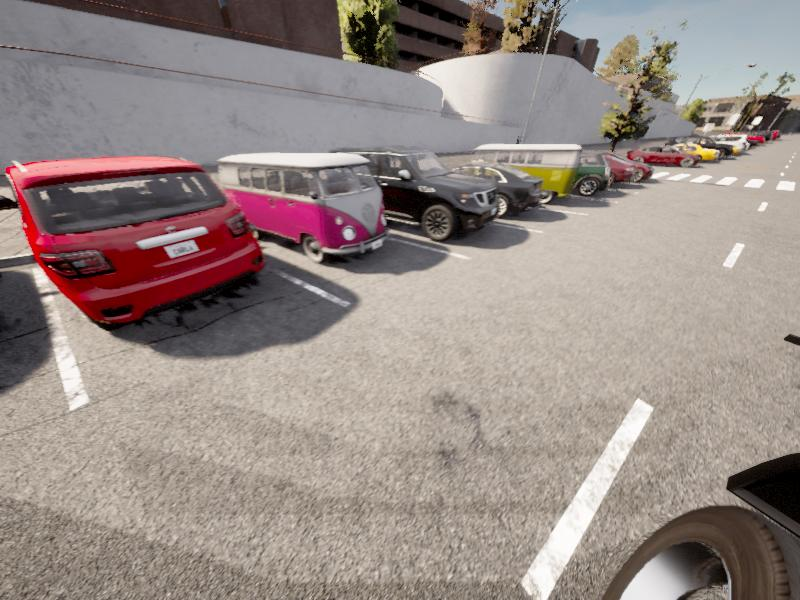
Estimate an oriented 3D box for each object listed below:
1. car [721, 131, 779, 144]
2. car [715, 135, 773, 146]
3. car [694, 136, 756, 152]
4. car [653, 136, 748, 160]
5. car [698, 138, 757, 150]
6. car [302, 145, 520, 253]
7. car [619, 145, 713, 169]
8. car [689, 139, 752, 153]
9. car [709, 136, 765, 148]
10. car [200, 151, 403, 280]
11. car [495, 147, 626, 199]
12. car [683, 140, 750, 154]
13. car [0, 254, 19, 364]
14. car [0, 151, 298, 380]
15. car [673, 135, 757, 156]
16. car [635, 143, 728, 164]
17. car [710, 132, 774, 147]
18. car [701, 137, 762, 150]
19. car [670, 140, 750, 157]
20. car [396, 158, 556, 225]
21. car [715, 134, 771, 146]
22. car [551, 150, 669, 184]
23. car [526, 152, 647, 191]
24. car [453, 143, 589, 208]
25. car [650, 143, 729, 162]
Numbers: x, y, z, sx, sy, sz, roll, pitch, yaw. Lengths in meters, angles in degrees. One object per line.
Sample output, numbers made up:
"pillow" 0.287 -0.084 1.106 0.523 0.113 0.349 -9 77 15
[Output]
"car" 68.810 -32.069 45.647 5.566 2.045 2.435 21 41 29
"car" 61.625 -28.684 41.579 5.366 1.575 1.946 21 41 29
"car" 46.694 -22.580 33.403 4.553 1.767 2.185 21 41 29
"car" 31.985 -16.480 25.024 5.566 2.045 2.435 21 40 29
"car" 49.180 -23.477 34.854 4.674 1.452 2.002 21 41 29
"car" 0.071 -3.383 6.927 5.566 2.045 2.435 21 40 29
"car" 22.145 -12.201 19.608 4.792 1.488 2.163 21 40 29
"car" 44.266 -21.393 32.115 4.674 1.452 2.002 21 41 29
"car" 56.582 -26.617 38.937 4.792 1.488 2.163 21 41 29
"car" -2.300 -2.332 5.512 4.442 1.987 1.878 21 40 29
"car" 7.402 -6.282 11.152 4.553 1.767 2.185 21 41 29
"car" 41.775 -20.371 30.736 4.792 1.488 2.163 21 41 29
"car" -7.284 -0.147 2.935 4.674 1.452 2.002 21 41 29
"car" -4.870 -1.393 4.174 5.566 2.045 2.435 21 41 29
"car" 39.312 -19.569 29.198 5.566 2.045 2.435 21 41 29
"car" 26.885 -14.310 22.475 5.366 1.575 1.946 21 41 29
"car" 59.033 -27.893 40.146 5.566 2.045 2.435 21 41 29
"car" 51.642 -24.550 36.192 5.008 1.535 2.097 21 41 29
"car" 37.033 -18.272 27.859 5.366 1.575 1.946 21 40 29
"car" 2.496 -4.181 8.463 4.892 1.521 2.231 21 41 29
"car" 63.774 -29.838 43.124 5.366 1.575 1.946 21 41 29
"car" 12.310 -8.168 14.028 4.792 1.488 2.163 21 40 29
"car" 9.825 -7.155 12.645 4.674 1.452 2.002 21 41 29
"car" 4.835 -5.408 9.778 4.442 1.987 1.878 21 41 29
"car" 29.499 -15.235 23.811 4.674 1.452 2.002 21 40 29
